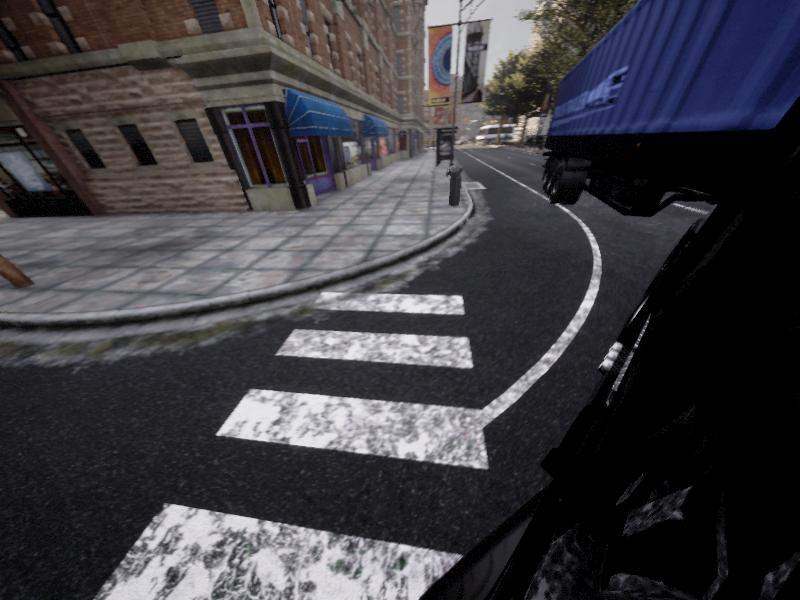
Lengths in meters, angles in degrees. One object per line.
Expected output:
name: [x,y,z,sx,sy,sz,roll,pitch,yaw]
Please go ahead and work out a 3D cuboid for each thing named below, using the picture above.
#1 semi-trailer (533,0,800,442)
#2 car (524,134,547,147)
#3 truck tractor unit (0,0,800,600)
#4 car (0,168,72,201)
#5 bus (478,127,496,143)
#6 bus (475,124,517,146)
semi-trailer: [6.182,-4.451,5.859,2.717,4.402,14.254,10,37,18]
car: [24.961,-29.535,42.725,1.932,1.855,4.605,2,35,8]
truck tractor unit: [2.645,-0.295,0.351,6.516,4.208,3.053,-28,44,-30]
car: [-32.651,-9.958,19.810,1.932,1.855,4.605,2,35,8]
bus: [32.160,-61.143,85.779,3.944,4.253,10.273,2,35,8]
bus: [26.153,-45.173,63.188,10.273,4.253,3.944,-16,35,-17]
